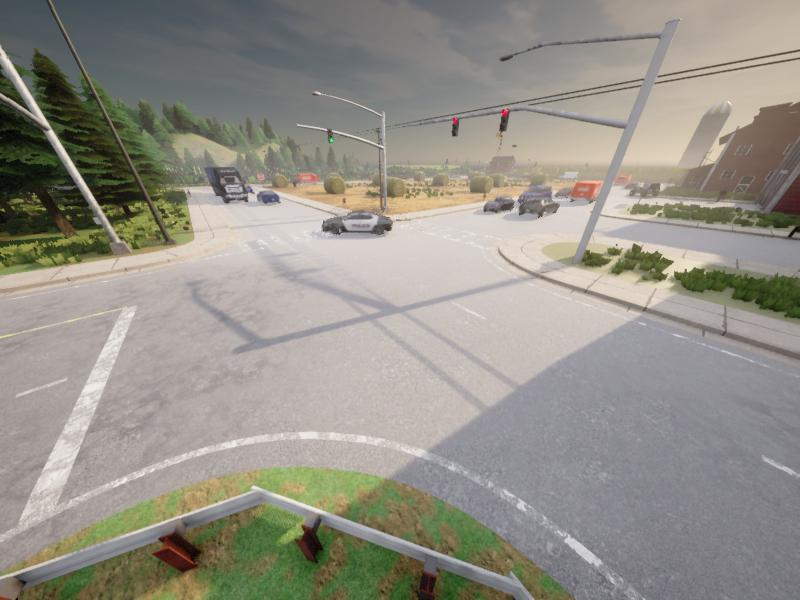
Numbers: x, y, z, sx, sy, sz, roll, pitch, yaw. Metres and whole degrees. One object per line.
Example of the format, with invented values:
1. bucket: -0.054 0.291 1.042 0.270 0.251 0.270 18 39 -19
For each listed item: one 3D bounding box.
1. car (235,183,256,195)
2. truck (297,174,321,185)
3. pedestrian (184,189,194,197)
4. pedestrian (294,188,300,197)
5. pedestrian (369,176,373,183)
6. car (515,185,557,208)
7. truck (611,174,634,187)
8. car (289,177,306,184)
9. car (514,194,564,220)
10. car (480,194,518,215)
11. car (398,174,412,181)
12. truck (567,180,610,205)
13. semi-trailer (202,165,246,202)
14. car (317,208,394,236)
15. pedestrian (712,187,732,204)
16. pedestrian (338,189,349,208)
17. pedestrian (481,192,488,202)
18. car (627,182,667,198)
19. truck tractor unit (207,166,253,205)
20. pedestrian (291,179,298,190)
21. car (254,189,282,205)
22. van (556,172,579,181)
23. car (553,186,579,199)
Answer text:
1. car: -27.327 -19.624 40.811 2.007 1.525 4.514 -22 37 -33
2. truck: -24.636 -32.885 62.781 5.204 2.467 2.627 -21 36 -31
3. pedestrian: -31.805 -16.125 34.824 0.500 1.100 0.500 11 32 18
4. pedestrian: -15.868 -16.607 35.651 0.500 1.100 0.500 14 33 22
5. pedestrian: -7.983 -33.060 63.329 0.751 1.860 0.751 20 36 31
6. car: 16.942 -13.017 28.789 5.566 2.045 2.150 -23 37 -34
7. truck: 54.137 -29.118 56.256 5.204 2.467 2.627 -23 37 -34
8. car: -28.483 -33.220 64.342 3.806 1.475 1.970 -21 36 -31
9. car: 13.550 -9.099 22.397 5.027 1.651 2.152 -23 37 -34
10. car: 10.235 -9.931 23.957 3.633 1.501 1.845 -23 37 -34
11. car: 1.661 -42.404 79.929 4.553 1.767 2.097 -21 36 -31
12. truck: 25.019 -14.348 30.687 5.204 2.467 2.627 -24 37 -34
13. semi-trailer: -27.477 -18.343 35.704 2.717 4.402 14.254 -22 37 -33
14. car: -2.949 -5.565 16.432 4.974 1.542 2.038 1 28 2
15. pedestrian: 39.608 -12.894 28.427 0.751 1.860 0.751 -24 38 -35
16. pedestrian: -6.287 -11.383 25.827 0.751 1.860 0.751 -23 37 -34
17. pedestrian: 10.970 -13.425 30.094 0.500 1.100 0.500 19 35 30
18. car: 37.519 -16.849 35.271 1.905 1.878 3.866 -2 28 9
19. truck tractor unit: -22.450 -15.210 30.461 3.053 4.208 6.516 -22 36 -33
20. pedestrian: -21.095 -23.196 46.290 0.751 1.860 0.751 -8 31 -13
21. car: -17.422 -13.626 30.411 1.882 1.535 5.008 -22 37 -33
22. van: 59.363 -43.932 81.858 1.988 2.561 5.915 -23 37 -34
23. car: 25.086 -16.295 34.958 3.705 1.549 1.789 -23 37 -34
